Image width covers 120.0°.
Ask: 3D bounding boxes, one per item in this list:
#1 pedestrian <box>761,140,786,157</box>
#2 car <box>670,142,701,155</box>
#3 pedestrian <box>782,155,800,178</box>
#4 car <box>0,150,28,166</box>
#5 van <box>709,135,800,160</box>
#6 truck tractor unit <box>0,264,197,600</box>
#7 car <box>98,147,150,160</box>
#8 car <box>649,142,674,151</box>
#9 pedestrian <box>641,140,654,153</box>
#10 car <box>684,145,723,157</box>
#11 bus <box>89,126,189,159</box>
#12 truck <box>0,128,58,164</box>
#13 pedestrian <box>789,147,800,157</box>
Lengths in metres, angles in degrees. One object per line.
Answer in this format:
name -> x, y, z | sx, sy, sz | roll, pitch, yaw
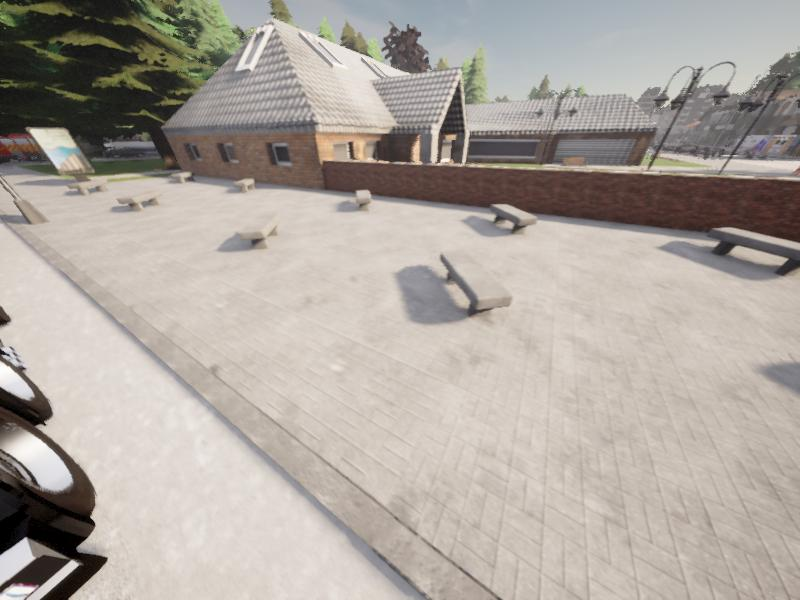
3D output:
pedestrian -> 48.986, -19.910, 30.302 | 0.751, 1.860, 0.751 | 25, 42, 31
car -> 47.792, -25.493, 38.773 | 1.851, 1.617, 3.988 | 18, 39, 25
pedestrian -> 25.803, -8.828, 14.585 | 0.751, 1.860, 0.751 | 23, 41, 30
car -> -49.271, -16.897, 27.573 | 1.837, 1.490, 4.892 | -1, 35, 1
van -> 45.042, -19.671, 29.705 | 2.351, 2.431, 6.366 | 5, 35, 8
truck tractor unit -> -5.113, -0.297, 0.791 | 6.516, 4.208, 3.053 | 18, 39, 24
car -> -43.973, -23.423, 36.904 | 1.837, 1.490, 4.892 | 18, 39, 25
car -> 54.307, -31.914, 48.052 | 2.163, 1.488, 4.792 | 18, 39, 24
pedestrian -> 42.945, -26.730, 40.158 | 0.751, 1.860, 0.751 | 18, 39, 25
car -> 44.314, -21.894, 33.840 | 1.994, 1.385, 4.181 | 18, 39, 24
bus -> -45.166, -27.739, 40.727 | 3.944, 4.253, 10.273 | 18, 39, 24
truck -> -52.601, -19.735, 29.647 | 2.891, 3.827, 8.468 | 12, 37, 17
pedestrian -> 50.141, -18.704, 29.181 | 0.500, 1.100, 0.500 | -27, 43, -32
